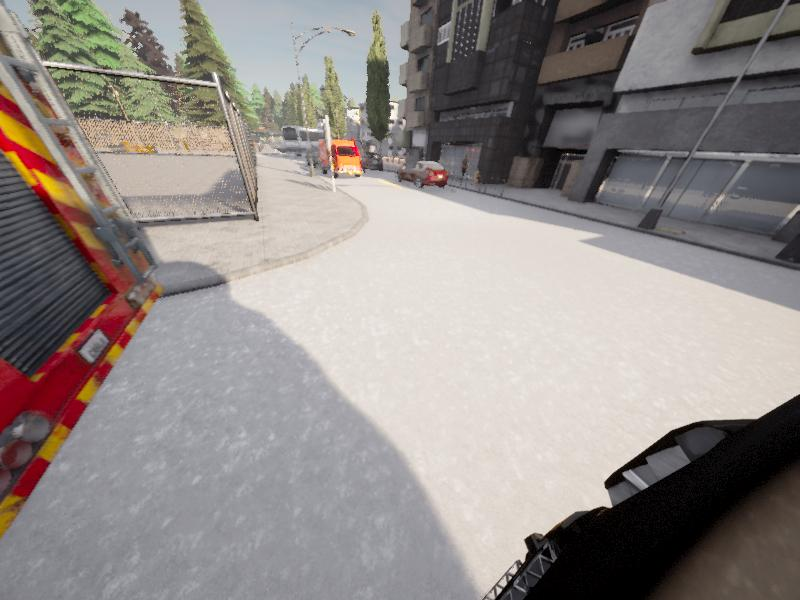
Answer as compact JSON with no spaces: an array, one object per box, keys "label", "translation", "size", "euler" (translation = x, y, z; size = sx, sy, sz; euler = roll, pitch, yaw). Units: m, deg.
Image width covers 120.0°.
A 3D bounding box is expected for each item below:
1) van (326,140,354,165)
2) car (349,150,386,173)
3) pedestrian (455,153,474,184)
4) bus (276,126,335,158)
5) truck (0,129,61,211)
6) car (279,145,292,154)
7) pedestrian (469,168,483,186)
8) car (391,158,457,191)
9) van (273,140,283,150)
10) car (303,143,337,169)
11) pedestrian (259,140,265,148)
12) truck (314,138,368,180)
[{"label":"van","translation":[-8.214,-19.958,31.143],"size":[1.988,2.561,5.915],"euler":[-14,37,-24]},{"label":"car","translation":[-3.368,-14.144,23.539],"size":[2.242,1.667,4.611],"euler":[-14,37,-24]},{"label":"pedestrian","translation":[4.747,-9.692,17.059],"size":[0.751,1.860,0.751],"euler":[-8,35,-17]},{"label":"bus","translation":[-16.395,-28.379,41.614],"size":[3.944,4.253,10.273],"euler":[10,35,13]},{"label":"truck","translation":[-13.235,-3.669,6.487],"size":[2.069,2.038,4.478],"euler":[-14,37,-24]},{"label":"car","translation":[-26.796,-35.294,54.026],"size":[1.930,1.638,5.238],"euler":[-14,37,-24]},{"label":"pedestrian","translation":[5.336,-8.606,16.155],"size":[0.500,1.100,0.500],"euler":[-14,37,-24]},{"label":"car","translation":[1.416,-8.713,15.893],"size":[2.163,1.488,4.792],"euler":[-14,37,-24]},{"label":"van","translation":[-38.557,-48.896,72.770],"size":[1.988,2.561,5.915],"euler":[-14,37,-24]},{"label":"car","translation":[-8.634,-15.349,24.598],"size":[2.150,2.045,5.566],"euler":[-14,37,-24]},{"label":"pedestrian","translation":[-39.600,-44.692,66.364],"size":[0.751,1.860,0.751],"euler":[15,35,17]},{"label":"truck","translation":[-4.759,-11.188,18.262],"size":[2.627,2.467,5.204],"euler":[-14,36,-24]}]
